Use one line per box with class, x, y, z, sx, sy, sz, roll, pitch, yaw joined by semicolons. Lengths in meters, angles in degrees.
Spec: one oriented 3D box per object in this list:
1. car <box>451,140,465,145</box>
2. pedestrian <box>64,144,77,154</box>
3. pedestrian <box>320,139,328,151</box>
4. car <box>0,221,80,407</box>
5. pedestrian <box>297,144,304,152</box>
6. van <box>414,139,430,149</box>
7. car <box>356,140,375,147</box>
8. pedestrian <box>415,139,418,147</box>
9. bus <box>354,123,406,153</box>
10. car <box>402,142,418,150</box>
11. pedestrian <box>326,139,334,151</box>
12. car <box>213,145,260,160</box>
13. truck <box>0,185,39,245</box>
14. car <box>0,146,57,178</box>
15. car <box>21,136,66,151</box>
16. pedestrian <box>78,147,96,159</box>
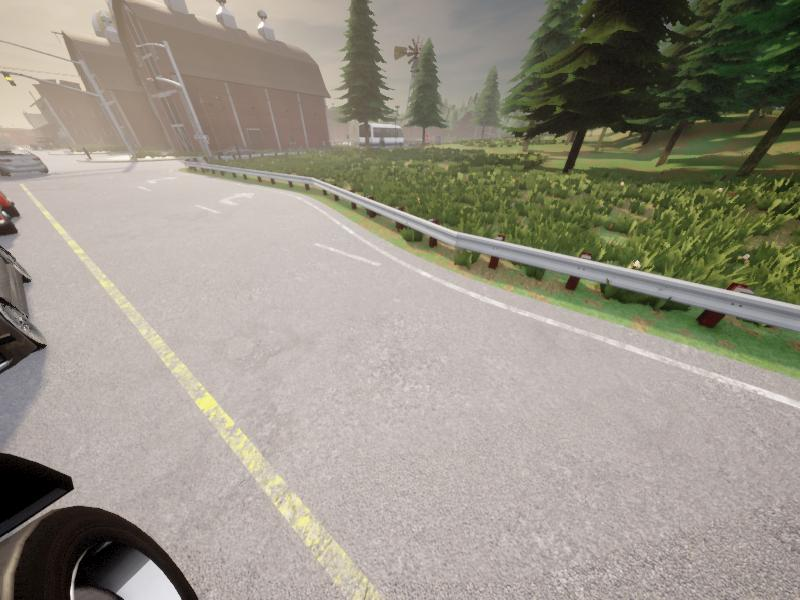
car;22.836;-62.001;90.862;5.008;1.535;1.882;22;41;28
pedestrian;-46.840;-21.485;32.846;0.500;1.100;0.500;12;37;17
pedestrian;-13.786;-28.231;42.047;0.751;1.860;0.751;19;39;24
car;-6.372;-0.094;2.713;4.902;1.511;2.128;22;41;28
pedestrian;-16.541;-25.212;38.399;0.500;1.100;0.500;22;41;28
van;5.593;-40.311;59.491;2.069;2.038;4.480;22;41;28
car;-9.988;-45.118;66.670;4.902;1.511;2.128;21;40;27
pedestrian;4.607;-44.691;65.558;0.751;1.860;0.751;3;35;4
bus;-3.308;-30.540;43.631;3.944;4.253;10.273;22;41;28
car;2.147;-33.778;50.632;1.845;1.501;3.633;22;41;28
pedestrian;-13.078;-28.918;43.028;0.751;1.860;0.751;19;39;25
car;-20.542;-18.656;29.133;1.994;1.385;4.181;22;41;28
truck;-12.585;-2.884;5.780;5.204;2.467;2.627;21;40;27
car;-27.668;-9.531;15.834;4.611;1.667;2.242;4;35;5
car;-65.218;-28.694;42.302;3.866;1.878;1.905;-6;41;-6
pedestrian;-33.734;-15.818;24.889;0.500;1.100;0.500;1;35;1
